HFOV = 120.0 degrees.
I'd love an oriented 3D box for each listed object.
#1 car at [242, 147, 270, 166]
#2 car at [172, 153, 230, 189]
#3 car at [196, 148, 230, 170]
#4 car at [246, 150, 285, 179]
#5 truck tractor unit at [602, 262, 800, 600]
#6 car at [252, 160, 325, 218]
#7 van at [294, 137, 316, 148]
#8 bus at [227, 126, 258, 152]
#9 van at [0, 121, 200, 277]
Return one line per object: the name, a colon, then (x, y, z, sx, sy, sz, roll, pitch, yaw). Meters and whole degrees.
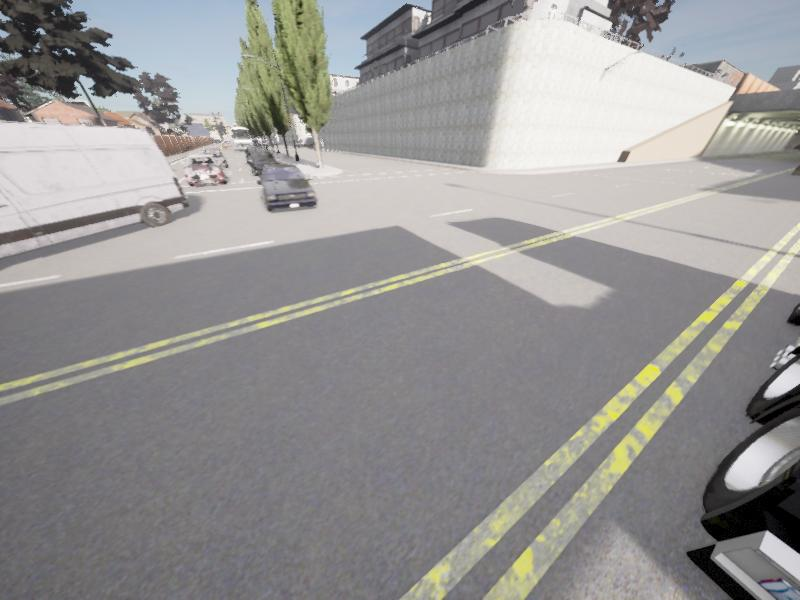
car: (-15.849, -15.819, 25.287, 2.007, 1.525, 4.514, -18, 39, -25)
car: (-11.755, -7.888, 13.957, 1.970, 1.475, 3.806, -18, 39, -25)
car: (-16.973, -12.995, 21.183, 1.789, 1.549, 3.705, -18, 39, -25)
car: (-10.446, -10.555, 17.793, 1.837, 1.490, 4.892, -18, 39, -25)
truck tractor unit: (5.113, -0.295, 0.795, 6.516, 4.208, 3.053, -18, 39, -24)
car: (-5.028, -5.075, 10.052, 2.033, 1.411, 5.357, -16, 38, -23)
van: (-30.261, -50.296, 73.809, 5.915, 2.561, 1.988, -7, 36, -7)
bus: (-34.380, -35.103, 50.452, 3.944, 4.253, 10.273, -18, 39, -25)
van: (-8.742, -2.532, 5.351, 1.988, 2.561, 5.915, 10, 36, 9)
